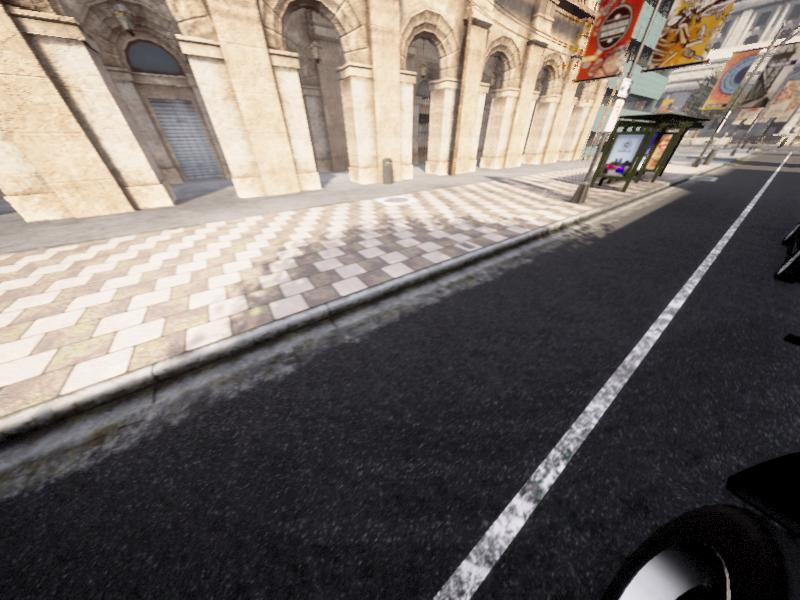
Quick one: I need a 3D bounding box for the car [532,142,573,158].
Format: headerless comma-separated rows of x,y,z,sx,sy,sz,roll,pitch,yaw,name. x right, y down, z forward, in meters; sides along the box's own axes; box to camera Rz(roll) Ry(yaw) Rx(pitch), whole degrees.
19.285,-19.068,29.235,4.786,1.482,2.161,-22,41,-28,car

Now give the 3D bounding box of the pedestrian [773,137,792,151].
61.189,-24.964,36.950,0.751,1.860,0.751,-23,41,-28,pedestrian

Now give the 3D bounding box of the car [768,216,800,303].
8.863,-1.104,4.077,4.892,1.490,1.837,-22,41,-28,car

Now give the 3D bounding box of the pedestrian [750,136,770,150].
58.207,-25.414,37.352,0.751,1.860,0.751,-16,38,-21,pedestrian
